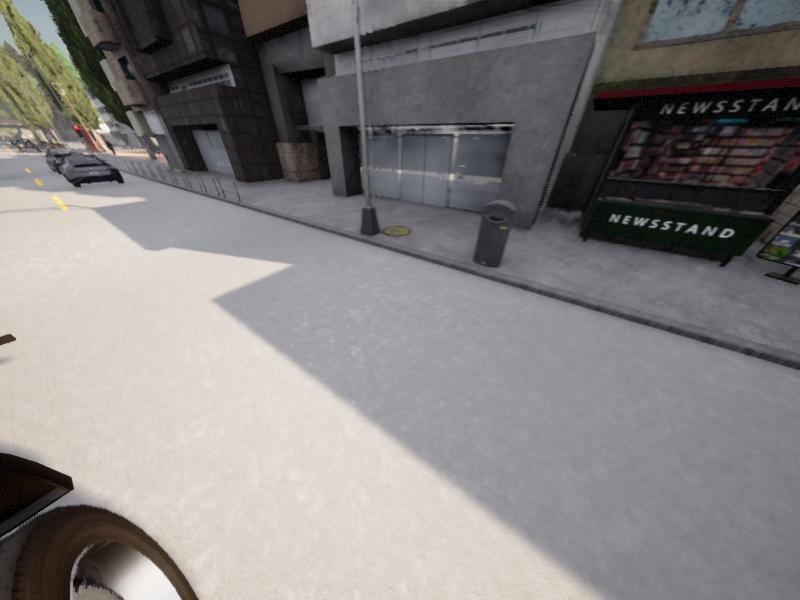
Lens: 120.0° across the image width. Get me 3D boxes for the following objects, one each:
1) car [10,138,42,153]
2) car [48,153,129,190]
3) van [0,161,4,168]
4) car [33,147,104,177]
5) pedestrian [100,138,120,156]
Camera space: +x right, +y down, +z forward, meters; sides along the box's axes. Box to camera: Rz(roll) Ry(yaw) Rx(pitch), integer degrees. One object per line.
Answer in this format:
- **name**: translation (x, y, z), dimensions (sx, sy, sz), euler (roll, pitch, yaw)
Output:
- **car**: translation (-60.061, -24.931, 37.096), dimensions (4.605, 1.855, 1.932), euler (23, 41, 28)
- **car**: translation (-17.558, -7.371, 13.016), dimensions (4.181, 1.385, 1.994), euler (24, 42, 30)
- **van**: translation (-36.130, -12.624, 19.284), dimensions (5.915, 2.561, 1.988), euler (22, 41, 28)
- **car**: translation (-23.536, -9.907, 16.421), dimensions (4.514, 1.525, 2.007), euler (22, 41, 28)
- **pedestrian**: translation (-35.912, -18.981, 28.664), dimensions (0.751, 1.860, 0.751), euler (26, 43, 32)
